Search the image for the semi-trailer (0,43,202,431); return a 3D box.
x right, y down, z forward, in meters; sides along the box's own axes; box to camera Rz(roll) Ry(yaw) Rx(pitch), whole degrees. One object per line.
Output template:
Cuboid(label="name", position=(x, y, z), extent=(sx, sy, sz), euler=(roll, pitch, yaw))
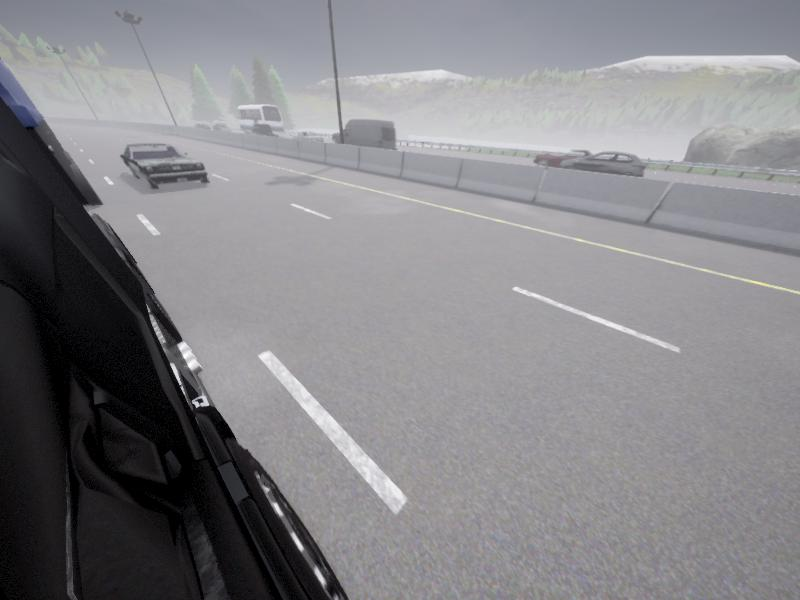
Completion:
Cuboid(label="semi-trailer", position=(-8.718, -3.577, 4.229), extent=(14.254, 4.402, 2.717), euler=(28, 44, 30))

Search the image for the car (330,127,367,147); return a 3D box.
Cuboid(label="car", position=(-6.562, -20.620, 29.206), extent=(4.605, 1.855, 1.932), euler=(28, 44, 30))

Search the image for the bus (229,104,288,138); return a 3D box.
Cuboid(label="bus", position=(-24.535, -31.057, 40.132), extent=(10.273, 4.253, 3.944), euler=(28, 44, 30))

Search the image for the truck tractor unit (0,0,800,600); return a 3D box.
Cuboid(label="truck tractor unit", position=(-2.645, -0.295, 0.351), extent=(6.516, 4.208, 3.053), euler=(28, 44, 30))

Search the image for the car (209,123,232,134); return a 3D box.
Cuboid(label="car", position=(-33.319, -31.845, 42.890), extent=(3.988, 1.617, 1.851), euler=(26, 43, 29))

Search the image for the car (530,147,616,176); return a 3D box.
Cuboid(label="car", position=(12.489, -10.240, 16.929), extent=(4.718, 1.301, 1.895), euler=(28, 44, 30))

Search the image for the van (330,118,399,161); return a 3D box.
Cuboid(label="van", position=(-3.036, -13.528, 19.398), extent=(5.915, 2.561, 1.988), euler=(28, 44, 30))

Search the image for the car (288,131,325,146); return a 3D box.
Cuboid(label="car", position=(-11.826, -20.442, 29.157), extent=(4.718, 1.301, 1.895), euler=(28, 44, 30))

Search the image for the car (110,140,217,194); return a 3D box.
Cuboid(label="car", position=(-9.759, -5.602, 9.478), extent=(4.718, 1.301, 1.895), euler=(28, 44, 30))

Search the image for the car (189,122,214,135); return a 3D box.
Cuboid(label="car", position=(-34.339, -29.663, 39.965), extent=(3.705, 1.549, 1.789), euler=(27, 43, 29))

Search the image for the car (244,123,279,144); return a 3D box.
Cuboid(label="car", position=(-17.366, -20.890, 28.944), extent=(3.866, 1.878, 1.905), euler=(28, 44, 30))

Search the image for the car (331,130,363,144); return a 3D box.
Cuboid(label="car", position=(-7.719, -23.837, 33.727), extent=(4.514, 1.525, 2.007), euler=(28, 44, 30))

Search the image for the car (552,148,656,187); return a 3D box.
Cuboid(label="car", position=(11.821, -7.922, 13.650), extent=(4.193, 1.474, 1.816), euler=(28, 44, 30))
